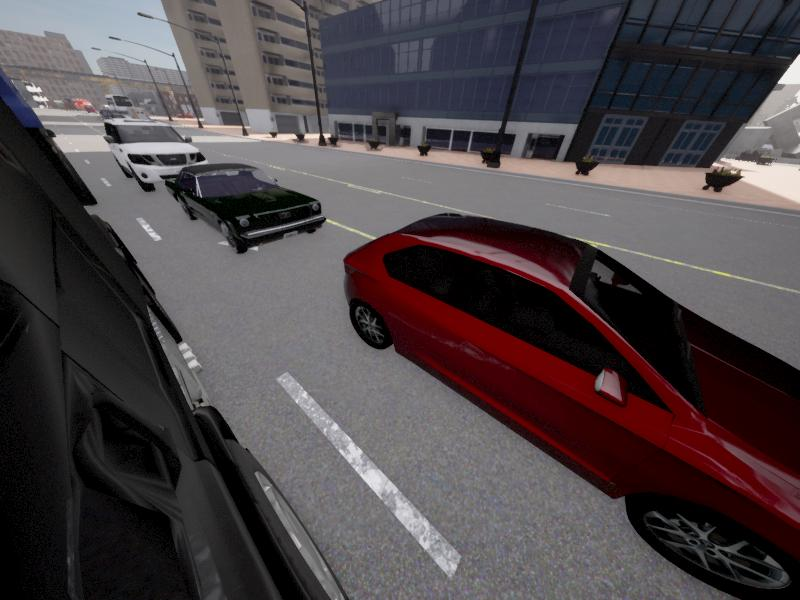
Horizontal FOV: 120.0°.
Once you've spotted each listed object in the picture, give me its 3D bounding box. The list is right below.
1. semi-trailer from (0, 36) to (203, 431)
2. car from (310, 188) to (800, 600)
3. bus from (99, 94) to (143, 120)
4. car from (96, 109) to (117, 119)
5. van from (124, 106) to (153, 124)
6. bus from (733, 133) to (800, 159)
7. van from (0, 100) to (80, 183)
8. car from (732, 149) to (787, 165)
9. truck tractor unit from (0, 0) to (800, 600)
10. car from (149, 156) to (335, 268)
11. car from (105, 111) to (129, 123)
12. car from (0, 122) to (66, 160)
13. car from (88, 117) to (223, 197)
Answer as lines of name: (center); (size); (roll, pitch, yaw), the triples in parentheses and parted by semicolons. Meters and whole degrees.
semi-trailer: (-8.755, -3.565, 4.172); (14.254, 4.402, 2.717); (27, 43, 29)
car: (1.278, 0.188, 2.243); (4.193, 1.474, 1.816); (28, 44, 30)
bus: (-66.086, -45.754, 54.709); (10.273, 4.253, 3.944); (29, 44, 29)
car: (-66.812, -42.291, 52.514); (5.357, 1.411, 2.033); (29, 44, 29)
van: (-54.902, -38.804, 48.451); (6.366, 2.431, 2.351); (29, 44, 28)
bus: (87.921, -36.054, 54.090); (10.273, 4.253, 3.944); (29, 44, 29)
van: (-16.568, -6.881, 9.795); (6.366, 2.431, 2.351); (28, 44, 30)
car: (50.412, -20.163, 32.504); (1.845, 1.501, 3.633); (4, 37, 0)
truck tractor unit: (-2.645, -0.295, 0.351); (6.516, 4.208, 3.053); (28, 44, 30)
car: (-3.915, -2.476, 5.626); (4.718, 1.301, 1.895); (28, 44, 30)
car: (-56.727, -36.616, 46.277); (4.902, 1.511, 2.128); (30, 44, 28)
car: (-22.274, -9.521, 13.727); (4.902, 1.511, 2.128); (28, 44, 30)
car: (-9.754, -5.872, 9.177); (5.566, 2.045, 2.150); (28, 44, 30)
